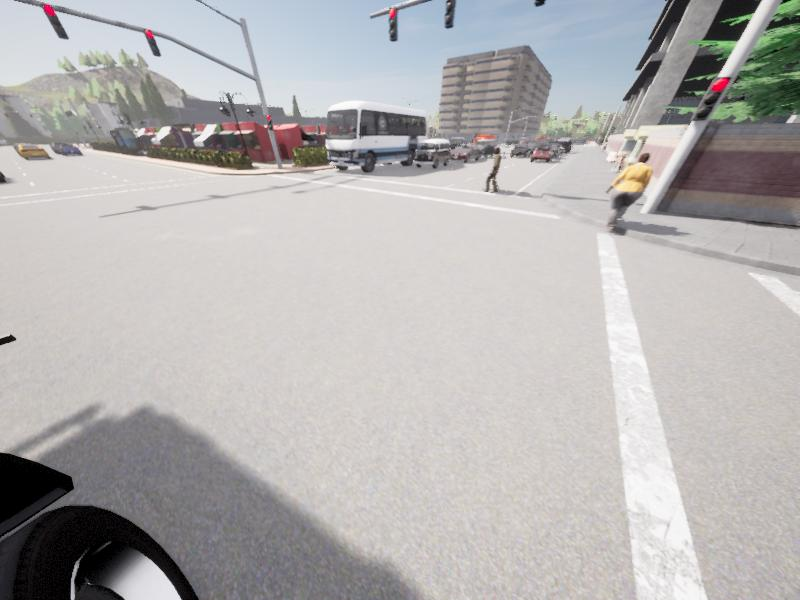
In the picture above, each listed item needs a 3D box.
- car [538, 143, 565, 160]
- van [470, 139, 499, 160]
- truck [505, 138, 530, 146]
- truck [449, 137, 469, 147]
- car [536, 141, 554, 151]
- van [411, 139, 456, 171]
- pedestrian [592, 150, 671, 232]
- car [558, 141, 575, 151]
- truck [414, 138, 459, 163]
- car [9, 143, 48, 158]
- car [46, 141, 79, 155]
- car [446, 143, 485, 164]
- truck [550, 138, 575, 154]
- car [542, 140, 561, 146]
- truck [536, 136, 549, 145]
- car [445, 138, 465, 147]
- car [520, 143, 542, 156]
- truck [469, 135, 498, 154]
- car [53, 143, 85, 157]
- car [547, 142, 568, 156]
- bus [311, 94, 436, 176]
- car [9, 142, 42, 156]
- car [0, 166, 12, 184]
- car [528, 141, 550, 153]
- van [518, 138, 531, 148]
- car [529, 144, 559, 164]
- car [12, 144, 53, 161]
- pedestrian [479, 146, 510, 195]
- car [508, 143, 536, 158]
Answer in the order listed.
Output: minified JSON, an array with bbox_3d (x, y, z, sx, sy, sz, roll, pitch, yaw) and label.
[{"bbox_3d":[19.301,-18.955,29.371,1.882,1.535,5.008,22,41,28],"label":"car"},{"bbox_3d":[10.704,-19.060,29.116,1.775,1.987,4.442,22,41,28],"label":"van"},{"bbox_3d":[35.239,-47.421,69.296,6.274,2.098,2.390,15,38,20],"label":"truck"},{"bbox_3d":[15.949,-42.708,62.365,4.478,2.038,2.069,22,41,28],"label":"truck"},{"bbox_3d":[28.580,-30.267,45.407,2.007,1.525,4.514,22,41,28],"label":"car"},{"bbox_3d":[2.932,-12.627,19.957,2.069,2.038,4.480,19,39,24],"label":"van"},{"bbox_3d":[6.153,-2.920,6.237,0.751,1.860,0.751,27,44,33],"label":"pedestrian"},{"bbox_3d":[32.655,-30.165,45.167,1.930,1.638,5.238,22,41,28],"label":"car"},{"bbox_3d":[4.311,-17.314,26.543,2.390,2.098,6.274,22,41,28],"label":"truck"},{"bbox_3d":[-50.130,-20.190,31.186,4.792,1.488,2.163,22,41,28],"label":"car"},{"bbox_3d":[-53.079,-23.899,36.309,4.856,1.649,2.033,22,41,28],"label":"car"},{"bbox_3d":[7.114,-15.906,24.967,2.152,1.651,5.027,22,41,28],"label":"car"},{"bbox_3d":[27.537,-26.070,38.967,2.390,2.098,6.274,22,41,28],"label":"truck"},{"bbox_3d":[45.472,-47.077,69.293,4.514,1.525,2.007,-12,37,-16],"label":"car"},{"bbox_3d":[50.367,-56.336,81.519,2.627,2.467,5.204,22,41,27],"label":"truck"},{"bbox_3d":[14.347,-41.240,60.448,4.605,1.855,1.932,22,41,28],"label":"car"},{"bbox_3d":[20.109,-23.116,35.409,1.994,1.385,4.181,22,41,28],"label":"car"},{"bbox_3d":[13.573,-25.215,37.417,2.627,2.467,5.204,22,41,28],"label":"truck"},{"bbox_3d":[-47.727,-21.673,33.294,4.193,1.474,1.816,22,41,28],"label":"car"},{"bbox_3d":[23.141,-22.168,33.910,1.789,1.549,3.705,22,41,28],"label":"car"},{"bbox_3d":[-1.356,-13.332,19.034,3.944,4.253,10.273,22,41,28],"label":"bus"},{"bbox_3d":[-55.737,-22.472,34.363,5.008,1.535,1.882,22,41,28],"label":"car"},{"bbox_3d":[-25.624,-7.806,13.680,4.792,1.488,2.163,22,41,28],"label":"car"},{"bbox_3d":[24.202,-26.645,40.191,2.152,1.651,5.027,22,41,27],"label":"car"},{"bbox_3d":[32.685,-41.399,60.773,1.775,1.987,4.442,22,41,28],"label":"van"},{"bbox_3d":[15.566,-15.853,24.913,1.851,1.617,3.988,22,41,28],"label":"car"},{"bbox_3d":[-44.608,-18.001,28.044,5.008,1.535,1.882,22,41,27],"label":"car"},{"bbox_3d":[4.288,-5.903,10.570,0.751,1.860,0.751,22,41,28],"label":"pedestrian"},{"bbox_3d":[16.455,-20.119,31.038,2.128,1.511,4.902,22,41,28],"label":"car"}]
